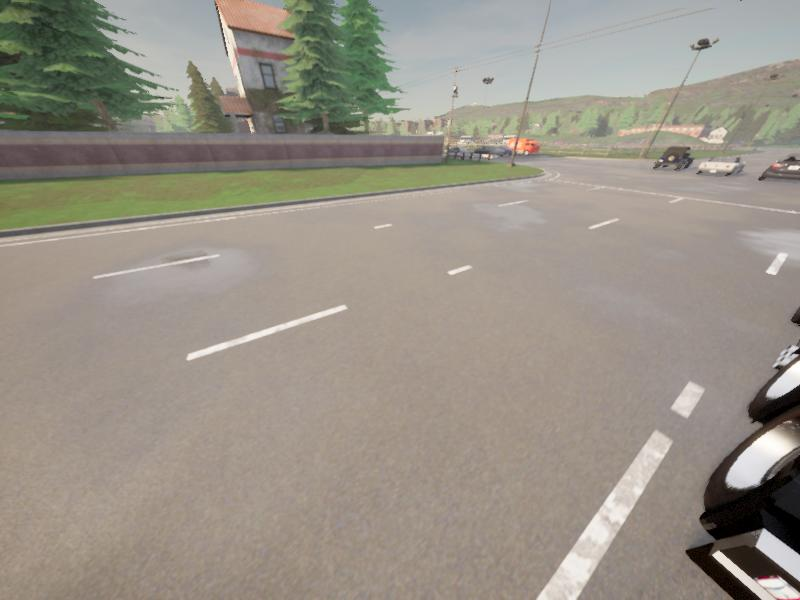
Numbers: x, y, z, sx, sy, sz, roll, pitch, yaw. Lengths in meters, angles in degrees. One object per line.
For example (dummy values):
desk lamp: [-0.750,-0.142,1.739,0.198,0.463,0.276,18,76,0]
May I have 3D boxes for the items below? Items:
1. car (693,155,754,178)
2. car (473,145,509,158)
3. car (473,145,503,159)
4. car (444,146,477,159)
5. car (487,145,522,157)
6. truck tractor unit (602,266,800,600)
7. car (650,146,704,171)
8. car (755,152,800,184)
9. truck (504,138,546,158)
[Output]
car: [26.818,-11.151,19.152,4.718,1.301,1.895,-19,39,-26]
car: [14.643,-24.308,37.662,2.152,1.651,5.027,-19,39,-26]
car: [13.019,-21.997,34.373,1.789,1.549,3.705,-19,40,-26]
car: [8.929,-21.938,34.358,1.812,1.442,4.674,-19,39,-26]
car: [17.624,-25.307,39.201,1.882,1.535,5.008,-19,40,-26]
truck tractor unit: [5.112,-0.299,0.780,6.516,4.208,3.053,-18,39,-24]
car: [26.662,-13.684,22.270,3.866,1.878,1.905,-19,39,-26]
car: [27.869,-9.324,16.207,4.611,1.667,2.242,-19,39,-26]
truck: [21.261,-26.140,39.575,2.627,2.467,5.204,-19,41,-26]
